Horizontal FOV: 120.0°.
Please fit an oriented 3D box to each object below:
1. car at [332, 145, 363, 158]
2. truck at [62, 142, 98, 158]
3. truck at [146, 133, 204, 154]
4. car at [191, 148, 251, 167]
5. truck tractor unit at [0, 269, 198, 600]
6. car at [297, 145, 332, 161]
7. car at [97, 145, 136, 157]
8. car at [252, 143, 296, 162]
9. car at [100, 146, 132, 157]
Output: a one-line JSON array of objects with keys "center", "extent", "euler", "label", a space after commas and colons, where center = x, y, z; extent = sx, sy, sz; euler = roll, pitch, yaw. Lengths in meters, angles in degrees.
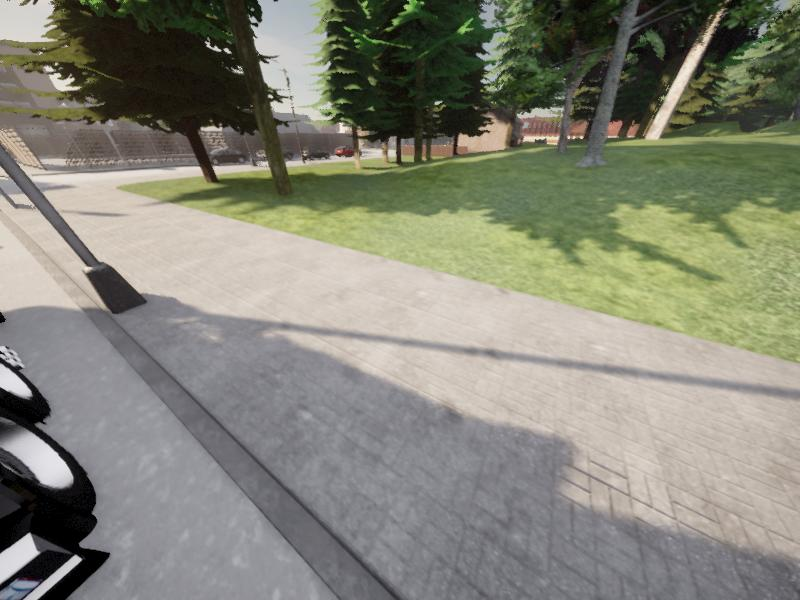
[{"center": [-7.991, -22.934, 35.649], "extent": [2.007, 1.525, 4.514], "euler": [18, 39, 24], "label": "car"}, {"center": [-52.120, -24.465, 37.655], "extent": [4.478, 2.038, 2.069], "euler": [19, 39, 25], "label": "truck"}, {"center": [-52.001, -36.521, 53.891], "extent": [2.891, 3.827, 8.468], "euler": [19, 39, 25], "label": "truck"}, {"center": [-19.924, -16.145, 26.032], "extent": [1.837, 1.490, 4.892], "euler": [18, 39, 25], "label": "car"}, {"center": [-5.118, -0.294, 0.766], "extent": [6.516, 4.208, 3.053], "euler": [18, 39, 24], "label": "truck tractor unit"}, {"center": [-11.447, -19.803, 31.113], "extent": [1.851, 1.617, 3.988], "euler": [19, 39, 25], "label": "car"}, {"center": [-49.692, -26.237, 40.598], "extent": [1.789, 1.547, 3.705], "euler": [19, 39, 25], "label": "car"}, {"center": [-16.479, -19.537, 30.536], "extent": [1.932, 1.855, 4.605], "euler": [18, 39, 25], "label": "car"}, {"center": [-49.945, -26.112, 40.547], "extent": [5.357, 1.415, 2.033], "euler": [19, 39, 25], "label": "car"}]
